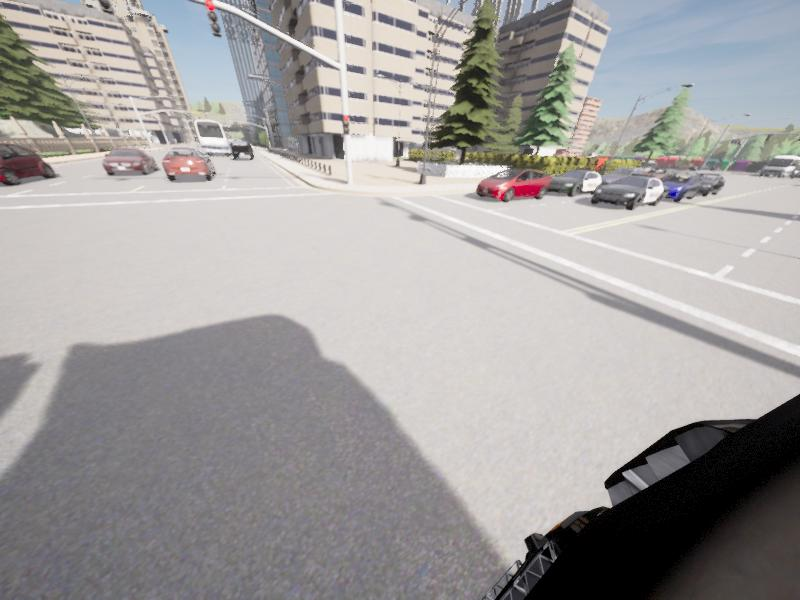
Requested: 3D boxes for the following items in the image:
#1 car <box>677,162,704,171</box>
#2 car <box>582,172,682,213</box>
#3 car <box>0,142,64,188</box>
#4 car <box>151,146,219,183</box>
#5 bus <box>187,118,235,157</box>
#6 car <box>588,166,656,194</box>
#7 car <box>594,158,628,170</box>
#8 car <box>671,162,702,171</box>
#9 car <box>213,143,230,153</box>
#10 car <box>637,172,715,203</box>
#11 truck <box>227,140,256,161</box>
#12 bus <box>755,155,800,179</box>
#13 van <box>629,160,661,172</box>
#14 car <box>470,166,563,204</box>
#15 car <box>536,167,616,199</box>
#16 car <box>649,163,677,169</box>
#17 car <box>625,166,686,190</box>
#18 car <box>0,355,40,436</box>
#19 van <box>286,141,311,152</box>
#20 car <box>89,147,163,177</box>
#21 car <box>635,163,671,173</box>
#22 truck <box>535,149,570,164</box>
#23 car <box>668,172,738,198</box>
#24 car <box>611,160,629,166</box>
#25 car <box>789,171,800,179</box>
[{"bbox_3d":[80.315,-36.871,63.943,1.905,1.878,3.866,-16,38,-26],"label":"car"},{"bbox_3d":[12.760,-6.040,12.714,4.974,1.542,2.038,-16,38,-26],"label":"car"},{"bbox_3d":[-18.920,-6.405,10.828,1.851,1.617,3.988,-14,37,-24],"label":"car"},{"bbox_3d":[-13.470,-8.817,14.881,2.152,1.651,5.027,-16,38,-26],"label":"car"},{"bbox_3d":[-28.799,-24.981,35.863,3.944,4.253,10.273,-16,38,-26],"label":"bus"},{"bbox_3d":[17.953,-9.778,18.684,4.856,1.649,2.033,-16,38,-26],"label":"car"},{"bbox_3d":[52.576,-33.991,57.631,2.150,2.045,5.566,-16,38,-26],"label":"car"},{"bbox_3d":[77.783,-36.190,62.716,1.932,1.855,4.605,-16,38,-26],"label":"car"},{"bbox_3d":[-33.865,-28.929,43.964,2.128,1.511,4.902,-16,38,-26],"label":"car"},{"bbox_3d":[18.802,-7.753,15.768,4.514,1.525,2.007,-16,38,-26],"label":"car"},{"bbox_3d":[-21.565,-20.600,31.715,2.390,2.098,6.274,-13,37,-23],"label":"truck"},{"bbox_3d":[88.230,-30.793,53.425,10.273,4.253,3.944,-15,37,-25],"label":"bus"},{"bbox_3d":[58.438,-32.068,55.155,2.069,2.038,4.480,-16,38,-26],"label":"van"},{"bbox_3d":[6.506,-6.527,12.989,4.514,1.525,2.007,-15,37,-25],"label":"car"},{"bbox_3d":[11.932,-8.029,15.670,4.974,1.542,2.038,-16,38,-26],"label":"car"},{"bbox_3d":[79.441,-40.524,69.842,2.033,1.415,5.357,-16,38,-26],"label":"car"},{"bbox_3d":[24.038,-11.525,21.751,4.611,1.667,2.242,-16,38,-26],"label":"car"},{"bbox_3d":[-5.237,1.390,0.309,4.718,1.301,1.895,-16,38,-26],"label":"car"},{"bbox_3d":[-30.700,-46.483,69.886,6.366,2.431,2.351,-16,38,-26],"label":"van"},{"bbox_3d":[-18.001,-9.348,15.509,1.812,1.442,4.674,-16,38,-26],"label":"car"},{"bbox_3d":[56.751,-29.633,51.873,2.128,1.511,4.902,-16,38,-26],"label":"car"},{"bbox_3d":[50.744,-48.075,77.228,2.891,3.827,8.468,-16,38,-26],"label":"truck"},{"bbox_3d":[24.313,-9.312,18.559,4.902,1.511,2.128,-16,38,-26],"label":"car"},{"bbox_3d":[73.927,-45.962,77.691,1.970,1.475,3.806,-16,38,-26],"label":"car"},{"bbox_3d":[89.945,-27.994,51.816,4.892,1.490,1.837,-15,37,-25],"label":"car"}]
